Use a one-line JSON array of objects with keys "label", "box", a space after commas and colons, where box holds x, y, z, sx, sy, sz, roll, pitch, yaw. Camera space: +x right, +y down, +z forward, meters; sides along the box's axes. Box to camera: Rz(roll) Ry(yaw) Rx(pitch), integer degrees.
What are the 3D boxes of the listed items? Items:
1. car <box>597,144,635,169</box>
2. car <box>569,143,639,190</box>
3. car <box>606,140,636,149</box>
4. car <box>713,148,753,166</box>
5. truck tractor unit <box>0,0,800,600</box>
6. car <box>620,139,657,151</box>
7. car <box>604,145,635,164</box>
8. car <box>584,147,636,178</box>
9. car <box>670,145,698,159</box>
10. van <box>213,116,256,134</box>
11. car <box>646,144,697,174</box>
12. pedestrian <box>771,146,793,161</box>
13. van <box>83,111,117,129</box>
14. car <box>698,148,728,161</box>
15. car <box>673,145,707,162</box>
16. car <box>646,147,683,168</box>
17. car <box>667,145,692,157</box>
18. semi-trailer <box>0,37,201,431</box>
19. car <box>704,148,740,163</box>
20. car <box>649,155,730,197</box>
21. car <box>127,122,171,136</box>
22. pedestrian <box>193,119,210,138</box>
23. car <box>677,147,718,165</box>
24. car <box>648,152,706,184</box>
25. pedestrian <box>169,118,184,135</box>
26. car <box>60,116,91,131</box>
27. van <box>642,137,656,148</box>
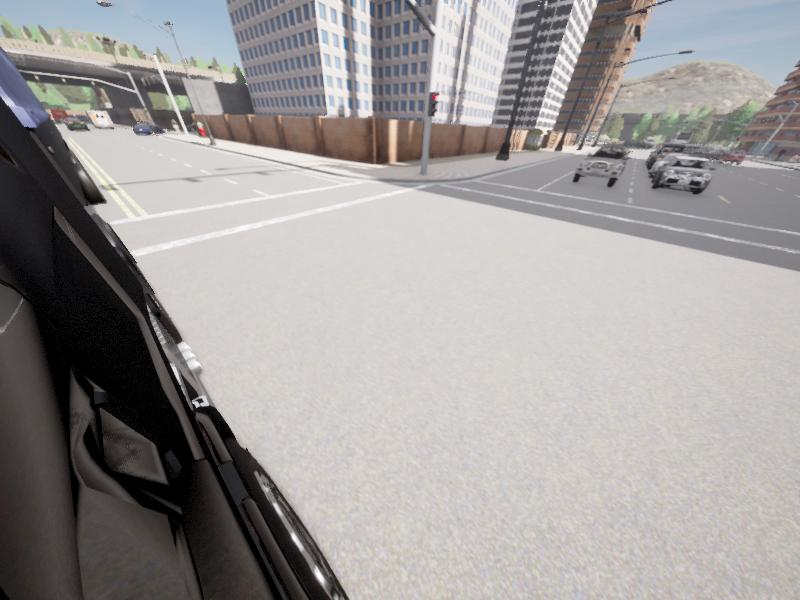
[{"label": "car", "box": [19.932, -13.241, 21.252, 1.851, 1.617, 3.988, 28, 44, 30]}, {"label": "car", "box": [11.800, -7.833, 13.289, 1.932, 1.855, 4.605, 30, 45, 31]}, {"label": "car", "box": [55.685, -39.239, 58.280, 5.366, 1.575, 1.801, 28, 44, 30]}, {"label": "car", "box": [40.942, -17.663, 28.519, 1.789, 1.549, 3.705, 28, 44, 30]}, {"label": "truck tractor unit", "box": [-2.645, -0.295, 0.351, 6.516, 4.208, 3.053, 28, 44, 30]}, {"label": "car", "box": [55.960, -36.551, 54.291, 5.566, 2.045, 2.150, 28, 44, 30]}, {"label": "car", "box": [23.940, -15.883, 25.143, 1.816, 1.474, 4.193, 28, 44, 30]}, {"label": "car", "box": [15.752, -10.374, 17.265, 2.163, 1.488, 4.792, 28, 44, 30]}, {"label": "car", "box": [44.837, -23.506, 36.593, 2.007, 1.525, 4.514, 28, 44, 30]}, {"label": "van", "box": [-31.798, -33.798, 44.610, 1.988, 2.561, 5.915, 28, 44, 30]}, {"label": "car", "box": [22.949, -12.148, 19.742, 1.905, 1.878, 3.866, 28, 44, 30]}, {"label": "pedestrian", "box": [58.316, -22.336, 35.300, 0.751, 1.860, 0.751, 31, 45, 32]}, {"label": "van", "box": [-52.978, -31.784, 40.780, 6.366, 2.431, 2.351, 28, 44, 30]}, {"label": "car", "box": [48.681, -22.772, 36.045, 1.895, 1.301, 4.718, 28, 44, 30]}, {"label": "car", "box": [40.379, -20.544, 32.272, 2.033, 1.649, 4.856, 28, 44, 30]}, {"label": "car", "box": [27.087, -14.778, 23.846, 1.837, 1.490, 4.892, 29, 44, 30]}, {"label": "car", "box": [49.060, -26.321, 40.678, 2.007, 1.525, 4.514, 28, 44, 30]}, {"label": "semi-trailer", "box": [-8.666, -3.624, 4.264, 14.254, 4.402, 2.717, 29, 44, 30]}, {"label": "car", "box": [44.687, -20.153, 32.145, 1.970, 1.475, 3.806, 28, 44, 30]}, {"label": "car", "box": [15.306, -6.831, 12.506, 1.970, 1.475, 3.806, 29, 44, 30]}, {"label": "car", "box": [-33.996, -23.324, 31.499, 1.994, 1.385, 4.181, -5, 37, -9]}, {"label": "pedestrian", "box": [-24.473, -21.084, 28.444, 0.751, 1.860, 0.751, 22, 41, 23]}, {"label": "car", "box": [35.998, -17.551, 28.095, 2.128, 1.511, 4.902, 28, 44, 30]}, {"label": "car", "box": [19.000, -9.317, 16.086, 1.812, 1.442, 4.674, 28, 44, 30]}, {"label": "pedestrian", "box": [-30.169, -23.419, 31.168, 0.751, 1.860, 0.751, -18, 41, -25]}, {"label": "car", "box": [-47.722, -25.913, 33.956, 4.974, 1.542, 2.038, 28, 44, 30]}, {"label": "van", "box": [76.287, -48.320, 70.834, 1.988, 2.561, 5.915, 28, 44, 30]}]
